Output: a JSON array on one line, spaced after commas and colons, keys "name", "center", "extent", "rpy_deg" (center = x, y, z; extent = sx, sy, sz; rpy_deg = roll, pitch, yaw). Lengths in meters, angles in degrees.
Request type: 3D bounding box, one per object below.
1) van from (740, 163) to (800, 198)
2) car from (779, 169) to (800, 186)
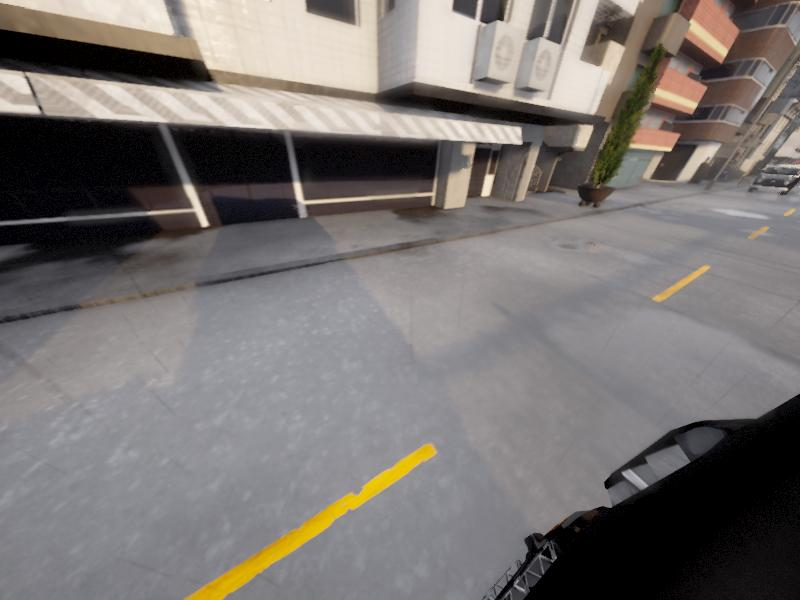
[{"name": "van", "center": [29.344, -9.331, 17.897], "extent": [4.480, 2.038, 2.069], "rpy_deg": [-16, 38, -26]}, {"name": "car", "center": [47.423, -14.377, 27.113], "extent": [4.792, 1.488, 2.163], "rpy_deg": [-16, 38, -26]}]
